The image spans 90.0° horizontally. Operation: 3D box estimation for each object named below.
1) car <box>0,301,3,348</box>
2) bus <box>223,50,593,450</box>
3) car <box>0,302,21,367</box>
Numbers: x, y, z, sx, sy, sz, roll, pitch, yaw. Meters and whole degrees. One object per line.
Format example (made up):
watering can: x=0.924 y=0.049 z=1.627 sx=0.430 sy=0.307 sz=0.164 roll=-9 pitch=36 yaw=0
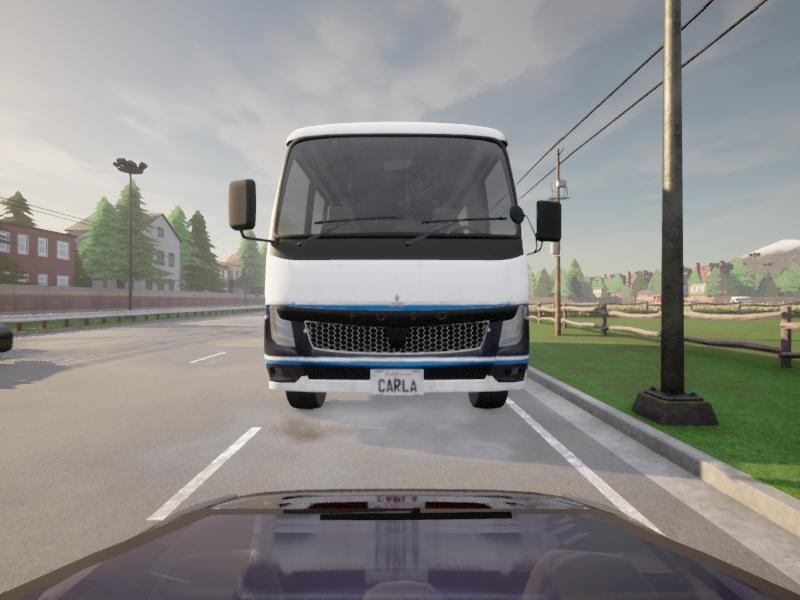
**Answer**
car: x=-14.070 y=0.816 z=11.429 sx=1.789 sy=1.549 sz=3.705 roll=0 pitch=0 yaw=0
bus: x=0.062 y=-0.534 z=9.399 sx=3.944 sy=4.253 sz=10.273 roll=0 pitch=0 yaw=0
car: x=-10.548 y=0.824 z=7.570 sx=2.038 sy=1.542 sz=4.974 roll=0 pitch=0 yaw=0
